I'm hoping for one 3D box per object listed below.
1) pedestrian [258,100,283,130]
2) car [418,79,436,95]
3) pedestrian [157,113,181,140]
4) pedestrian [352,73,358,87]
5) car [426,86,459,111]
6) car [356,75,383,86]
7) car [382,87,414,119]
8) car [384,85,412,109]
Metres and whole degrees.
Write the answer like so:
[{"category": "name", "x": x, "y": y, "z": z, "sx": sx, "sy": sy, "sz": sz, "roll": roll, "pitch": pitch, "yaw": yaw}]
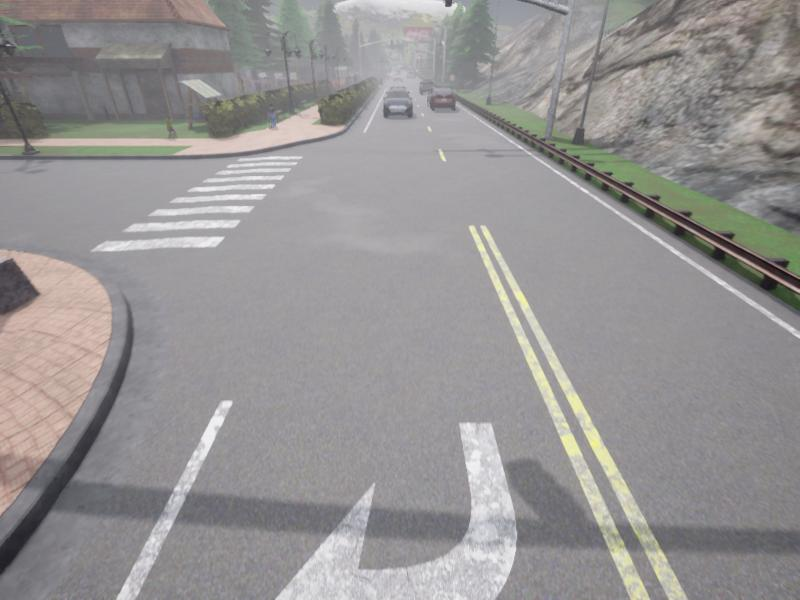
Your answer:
[{"category": "pedestrian", "x": -6.632, "y": -9.526, "z": 20.582, "sx": 0.751, "sy": 1.300, "sz": 0.751, "roll": 12, "pitch": 32, "yaw": 19}, {"category": "car", "x": 3.272, "y": -26.251, "z": 49.185, "sx": 1.851, "sy": 1.617, "sz": 3.988, "roll": 0, "pitch": 30, "yaw": 0}, {"category": "pedestrian", "x": -10.804, "y": -8.133, "z": 18.724, "sx": 0.500, "sy": 1.100, "sz": 0.500, "roll": 4, "pitch": 31, "yaw": 7}, {"category": "pedestrian", "x": -6.787, "y": -33.373, "z": 60.693, "sx": 0.751, "sy": 1.860, "sz": 0.751, "roll": 0, "pitch": 30, "yaw": 1}, {"category": "car", "x": 3.336, "y": -16.319, "z": 32.341, "sx": 2.163, "sy": 1.488, "sz": 4.792, "roll": 0, "pitch": 30, "yaw": 0}, {"category": "car", "x": -5.458, "y": -39.659, "z": 72.393, "sx": 4.611, "sy": 1.667, "sz": 2.242, "roll": 1, "pitch": 30, "yaw": 2}, {"category": "car", "x": -0.148, "y": -13.686, "z": 27.705, "sx": 2.033, "sy": 1.649, "sz": 4.856, "roll": 0, "pitch": 30, "yaw": 0}, {"category": "car", "x": -0.170, "y": -17.082, "z": 33.611, "sx": 2.128, "sy": 1.511, "sz": 4.902, "roll": 0, "pitch": 30, "yaw": 0}]
